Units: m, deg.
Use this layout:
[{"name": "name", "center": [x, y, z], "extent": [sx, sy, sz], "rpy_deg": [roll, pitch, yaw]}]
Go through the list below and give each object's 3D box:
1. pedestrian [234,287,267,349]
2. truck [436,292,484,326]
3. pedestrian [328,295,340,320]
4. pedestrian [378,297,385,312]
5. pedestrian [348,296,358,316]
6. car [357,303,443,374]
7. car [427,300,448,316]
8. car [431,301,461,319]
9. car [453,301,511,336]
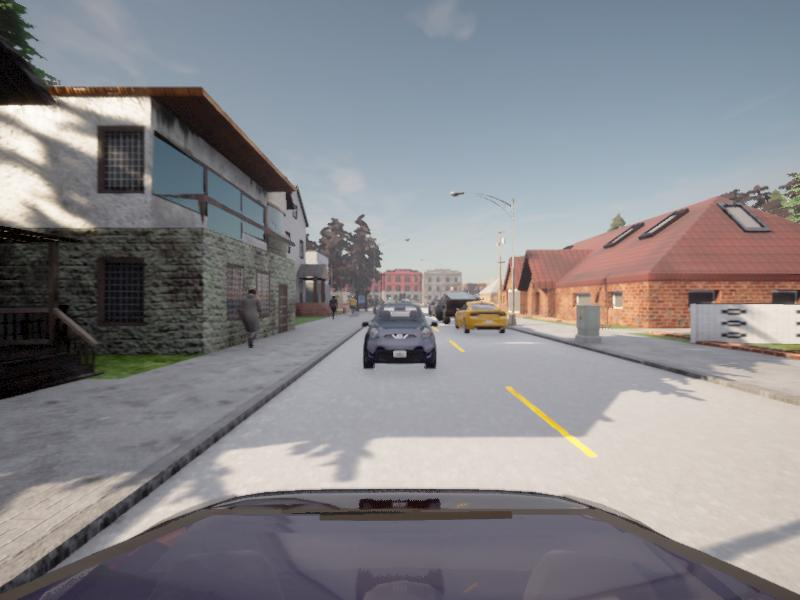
[{"name": "pedestrian", "center": [-4.631, 0.538, 12.451], "extent": [0.751, 1.860, 0.751], "rpy_deg": [0, 0, 0]}, {"name": "truck", "center": [3.987, 0.552, 27.825], "extent": [2.390, 2.098, 6.274], "rpy_deg": [0, 0, 0]}, {"name": "pedestrian", "center": [-5.006, 0.544, 30.288], "extent": [0.751, 1.860, 0.751], "rpy_deg": [0, 0, 2]}, {"name": "pedestrian", "center": [-2.331, 0.542, 50.026], "extent": [0.751, 1.860, 0.751], "rpy_deg": [0, 0, 3]}, {"name": "pedestrian", "center": [-4.414, 0.546, 37.925], "extent": [0.751, 1.860, 0.751], "rpy_deg": [0, 0, 9]}, {"name": "car", "center": [-0.004, 0.831, 10.352], "extent": [1.845, 1.501, 3.633], "rpy_deg": [0, 0, 0]}, {"name": "car", "center": [3.922, 0.803, 42.323], "extent": [1.851, 1.617, 3.988], "rpy_deg": [0, 0, 1]}, {"name": "car", "center": [3.975, 0.848, 35.560], "extent": [2.128, 1.511, 4.902], "rpy_deg": [0, 0, 0]}, {"name": "car", "center": [3.993, 0.830, 20.358], "extent": [1.882, 1.535, 5.008], "rpy_deg": [0, 0, 0]}]
